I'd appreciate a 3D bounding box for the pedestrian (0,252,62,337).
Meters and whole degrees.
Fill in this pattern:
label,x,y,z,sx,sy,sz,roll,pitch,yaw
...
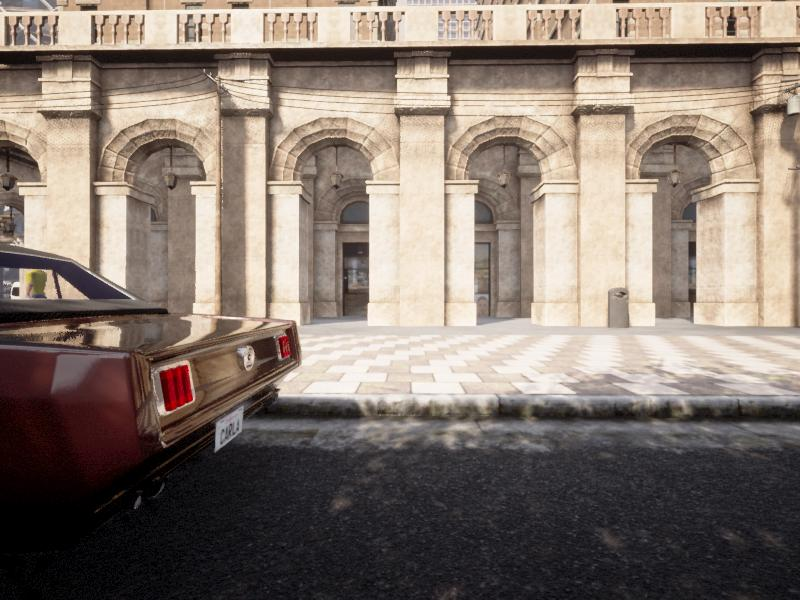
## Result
label,x,y,z,sx,sy,sz,roll,pitch,yaw
pedestrian,-8.419,-0.115,9.130,0.751,1.860,0.751,0,0,2

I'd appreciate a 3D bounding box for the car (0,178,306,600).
label,x,y,z,sx,sy,sz,roll,pitch,yaw
car,-3.058,0.338,2.008,4.718,1.301,1.895,0,0,1

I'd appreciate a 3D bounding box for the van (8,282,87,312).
label,x,y,z,sx,sy,sz,roll,pitch,yaw
van,-32.401,-0.278,37.096,1.988,2.561,5.915,0,0,1
